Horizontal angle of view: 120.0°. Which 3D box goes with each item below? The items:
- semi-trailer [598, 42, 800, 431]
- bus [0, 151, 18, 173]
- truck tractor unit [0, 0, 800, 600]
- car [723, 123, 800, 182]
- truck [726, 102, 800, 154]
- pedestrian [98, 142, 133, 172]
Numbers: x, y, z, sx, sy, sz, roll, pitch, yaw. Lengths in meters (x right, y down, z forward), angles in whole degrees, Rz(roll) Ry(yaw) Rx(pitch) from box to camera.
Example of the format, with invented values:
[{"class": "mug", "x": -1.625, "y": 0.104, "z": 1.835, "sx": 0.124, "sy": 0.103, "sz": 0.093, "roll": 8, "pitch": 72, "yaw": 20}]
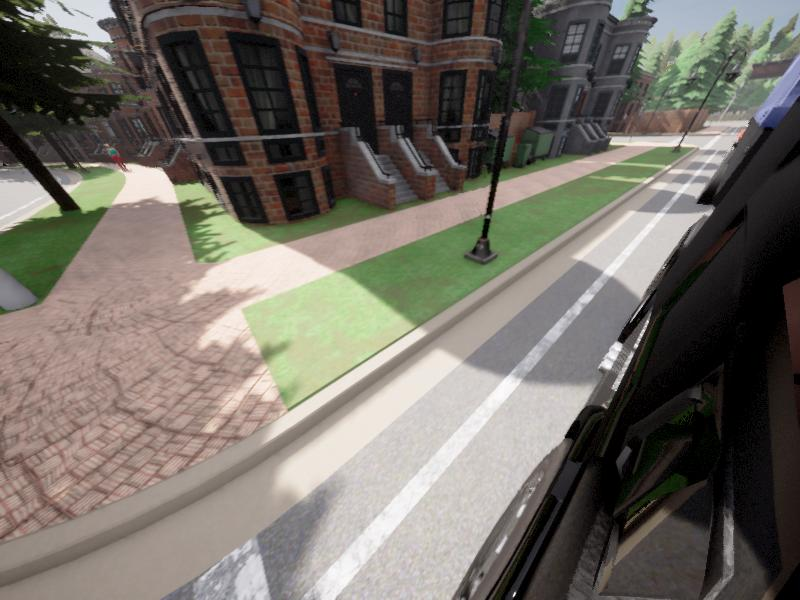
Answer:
[{"class": "semi-trailer", "x": 8.695, "y": -3.608, "z": 4.231, "sx": 14.254, "sy": 4.402, "sz": 2.717, "roll": -28, "pitch": 44, "yaw": -30}, {"class": "bus", "x": -43.588, "y": -14.159, "z": 21.537, "sx": 10.273, "sy": 4.253, "sz": 3.944, "roll": 9, "pitch": 38, "yaw": 15}, {"class": "truck tractor unit", "x": 2.645, "y": -0.295, "z": 0.351, "sx": 6.516, "sy": 4.208, "sz": 3.053, "roll": -28, "pitch": 44, "yaw": -30}, {"class": "car", "x": 16.219, "y": -6.514, "z": 9.947, "sx": 5.238, "sy": 1.638, "sz": 1.930, "roll": -28, "pitch": 44, "yaw": -30}, {"class": "truck", "x": 24.620, "y": -11.367, "z": 15.199, "sx": 5.204, "sy": 2.467, "sz": 2.627, "roll": -28, "pitch": 44, "yaw": -30}, {"class": "pedestrian", "x": -21.277, "y": -10.704, "z": 17.306, "sx": 0.751, "sy": 1.860, "sz": 0.751, "roll": -26, "pitch": 43, "yaw": -28}]
